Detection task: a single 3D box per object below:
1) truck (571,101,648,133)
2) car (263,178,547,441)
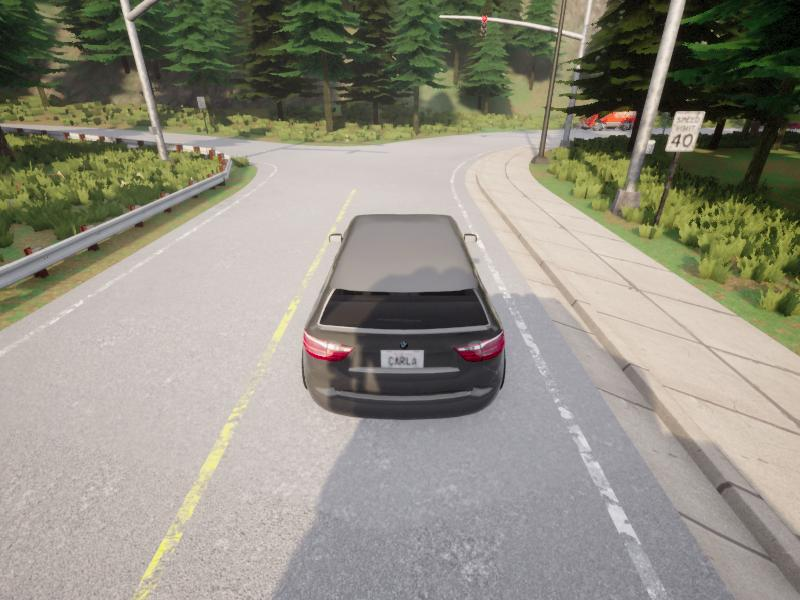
[{"bbox_3d":[18.992,-16.751,36.496,5.204,2.467,2.627,-4,27,-8],"label":"truck"},{"bbox_3d":[0.043,-0.415,5.590,2.242,1.667,4.611,0,27,0],"label":"car"}]
